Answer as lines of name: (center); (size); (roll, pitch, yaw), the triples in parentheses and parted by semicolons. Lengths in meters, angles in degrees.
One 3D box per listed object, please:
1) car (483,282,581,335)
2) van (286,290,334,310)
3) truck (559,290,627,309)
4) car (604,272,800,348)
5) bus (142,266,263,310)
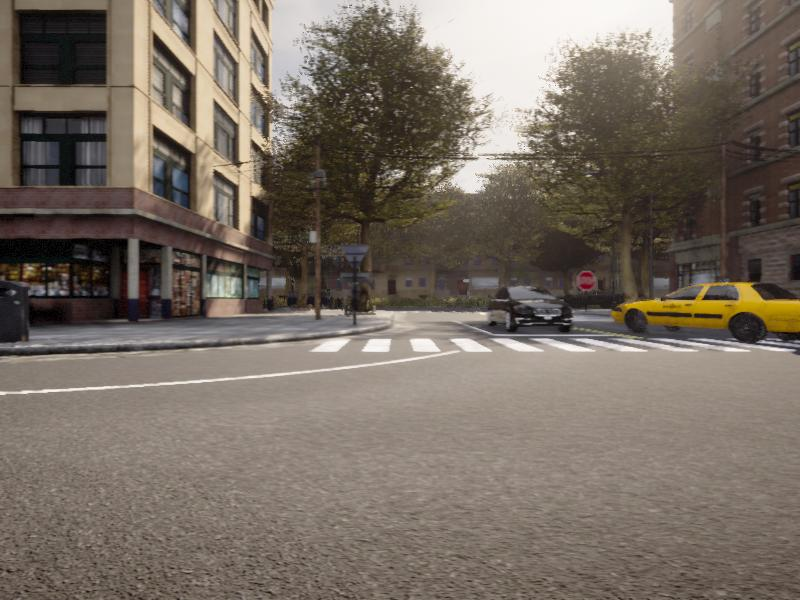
car: (4.237, 0.246, 13.748); (1.837, 1.490, 4.892); (0, 0, 1)
van: (-9.004, -0.002, 40.194); (4.442, 1.987, 1.775); (0, 0, 0)
truck: (20.944, -0.052, 43.698); (6.274, 2.098, 2.390); (0, 0, 0)
car: (8.412, 0.206, 10.832); (1.801, 1.575, 5.366); (0, 0, -20)
bus: (-19.585, -1.140, 40.286); (10.273, 4.253, 3.944); (0, 0, 0)
